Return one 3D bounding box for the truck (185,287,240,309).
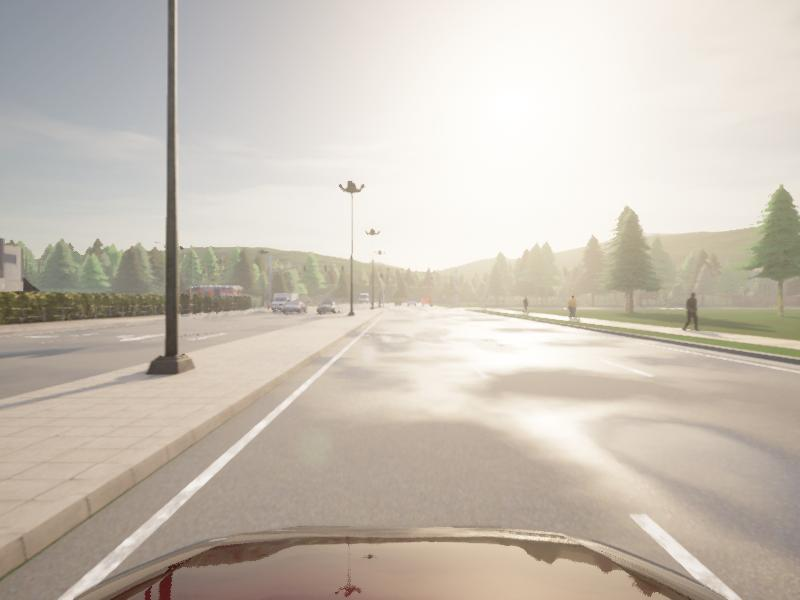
[{"bbox_3d":[-33.791,-0.358,72.320,8.468,3.827,2.891,0,0,1],"label":"truck"}]

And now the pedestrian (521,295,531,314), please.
[{"bbox_3d":[12.765,0.467,40.547,0.751,1.860,0.751,0,0,0],"label":"pedestrian"}]

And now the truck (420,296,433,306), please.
[{"bbox_3d":[6.548,0.312,99.348,2.627,2.467,5.204,0,0,0],"label":"truck"}]

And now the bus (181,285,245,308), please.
[{"bbox_3d":[-35.200,-0.571,75.707,10.273,4.253,3.944,0,0,1],"label":"bus"}]

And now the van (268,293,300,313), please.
[{"bbox_3d":[-15.144,0.355,52.614,2.351,2.431,6.366,0,0,0],"label":"van"}]

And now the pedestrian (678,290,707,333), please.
[{"bbox_3d":[12.878,0.477,17.632,0.751,1.860,0.751,0,0,1],"label":"pedestrian"}]

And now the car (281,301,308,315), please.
[{"bbox_3d":[-11.588,0.851,44.183,1.812,1.442,4.674,0,0,0],"label":"car"}]

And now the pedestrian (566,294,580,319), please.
[{"bbox_3d":[12.700,0.472,29.420,0.751,1.860,0.751,0,0,1],"label":"pedestrian"}]

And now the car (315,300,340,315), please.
[{"bbox_3d":[-8.091,0.809,45.064,2.038,1.542,4.974,0,0,0],"label":"car"}]
